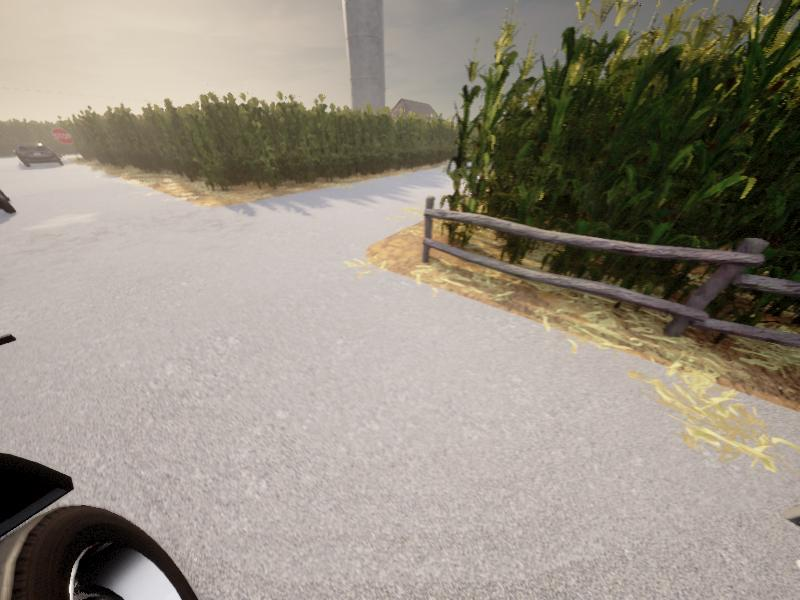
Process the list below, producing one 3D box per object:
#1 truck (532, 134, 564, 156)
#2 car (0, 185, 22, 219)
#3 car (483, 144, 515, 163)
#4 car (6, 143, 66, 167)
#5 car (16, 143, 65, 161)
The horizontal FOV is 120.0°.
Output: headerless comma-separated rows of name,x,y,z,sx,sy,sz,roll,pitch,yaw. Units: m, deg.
truck,21.930,-22.980,34.222,2.627,2.467,5.204,23,42,28
car,-15.353,-3.701,7.912,4.718,1.301,1.895,21,40,27
car,11.620,-17.215,27.011,1.801,1.575,5.366,22,41,28
car,-33.213,-13.319,21.077,4.611,1.667,2.242,21,40,28
car,-40.547,-16.841,26.191,1.970,1.475,3.806,-27,43,-33
